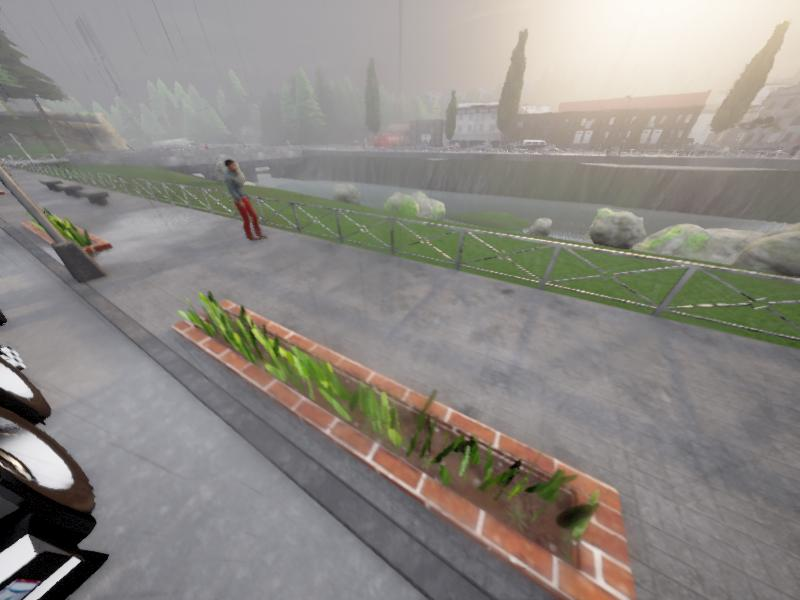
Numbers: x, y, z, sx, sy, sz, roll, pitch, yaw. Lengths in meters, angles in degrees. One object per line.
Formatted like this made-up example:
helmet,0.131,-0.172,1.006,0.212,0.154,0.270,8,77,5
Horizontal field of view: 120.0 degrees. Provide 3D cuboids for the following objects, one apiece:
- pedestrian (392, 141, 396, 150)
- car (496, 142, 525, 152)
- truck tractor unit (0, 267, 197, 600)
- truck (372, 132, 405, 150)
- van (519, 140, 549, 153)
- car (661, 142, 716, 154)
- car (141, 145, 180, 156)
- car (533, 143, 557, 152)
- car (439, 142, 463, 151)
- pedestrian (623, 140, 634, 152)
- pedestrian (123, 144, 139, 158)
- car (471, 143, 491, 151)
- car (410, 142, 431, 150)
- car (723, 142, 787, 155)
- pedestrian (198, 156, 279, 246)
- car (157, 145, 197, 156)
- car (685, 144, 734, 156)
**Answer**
pedestrian,-1.488,-38.799,58.111,0.751,1.860,0.751,-12,36,-16
car,23.797,-33.119,49.927,5.238,1.638,1.930,18,39,24
truck tractor unit,-5.121,-0.289,0.778,6.516,4.208,3.053,18,39,24
truck,-3.061,-42.538,61.803,8.468,3.827,2.891,18,39,24
van,26.100,-29.931,44.973,4.480,2.038,2.069,18,39,24
car,47.975,-25.438,38.643,5.238,1.638,1.930,18,39,24
car,-47.002,-29.558,45.502,2.242,1.667,4.611,18,39,24
car,29.647,-31.195,47.246,3.806,1.475,1.970,18,39,24
car,12.166,-36.798,55.348,5.027,1.651,2.152,18,39,24
pedestrian,42.800,-28.950,43.326,0.751,1.860,0.751,18,39,24
pedestrian,-42.422,-23.514,36.377,0.751,1.860,0.751,18,39,25
car,18.392,-34.762,52.486,3.806,1.475,1.970,17,39,24
car,5.215,-39.014,58.581,4.856,1.649,2.033,18,39,24
car,54.454,-23.389,35.639,4.856,1.649,2.033,17,38,25
pedestrian,-3.741,-2.332,5.546,0.751,1.860,0.751,2,35,4
car,-42.961,-28.962,44.723,2.038,1.542,4.974,18,39,24
car,47.142,-23.031,35.336,3.806,1.475,1.970,18,39,24
